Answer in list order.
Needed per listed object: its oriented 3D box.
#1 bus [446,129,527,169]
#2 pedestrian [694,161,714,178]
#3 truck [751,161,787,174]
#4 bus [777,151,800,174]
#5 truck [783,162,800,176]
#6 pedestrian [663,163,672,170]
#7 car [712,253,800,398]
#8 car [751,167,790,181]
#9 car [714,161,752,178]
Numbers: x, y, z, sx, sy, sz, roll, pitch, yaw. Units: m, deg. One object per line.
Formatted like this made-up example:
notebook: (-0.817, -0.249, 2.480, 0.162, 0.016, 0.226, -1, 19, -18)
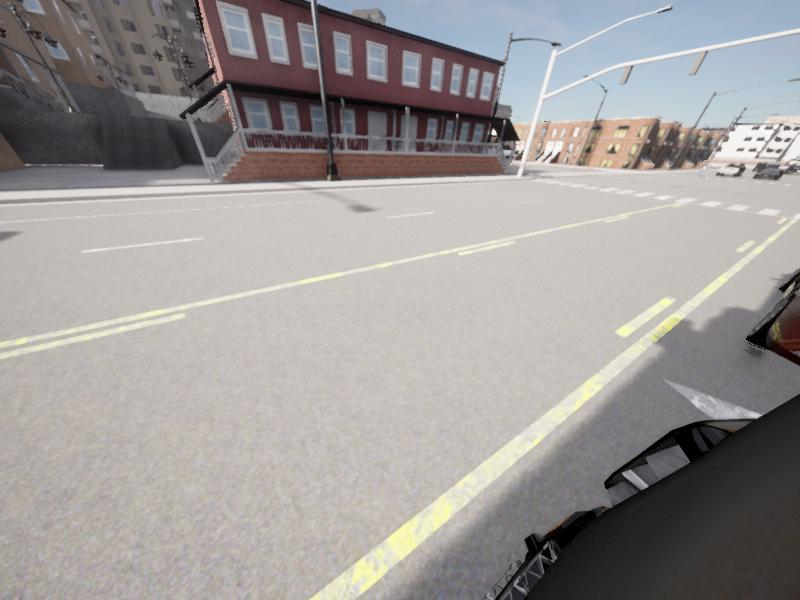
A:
bus: (11.885, -21.943, 33.497, 3.944, 4.253, 10.273, -16, 38, -26)
pedestrian: (39.554, -17.057, 30.094, 0.751, 1.860, 0.751, -20, 40, -30)
truck: (80.202, -29.028, 50.369, 2.390, 2.098, 6.274, 29, 42, 33)
bus: (93.940, -30.727, 51.845, 3.944, 4.253, 10.273, 14, 36, 17)
truck: (79.816, -26.235, 46.180, 6.274, 2.098, 2.390, -21, 40, -31)
pedestrian: (45.533, -22.709, 39.317, 0.500, 1.100, 0.500, -5, 35, -11)
car: (6.701, 0.060, 2.860, 4.792, 1.488, 2.163, -16, 38, -26)
car: (50.419, -17.184, 31.465, 4.181, 1.385, 1.994, -16, 38, -26)
car: (48.850, -19.187, 33.892, 4.605, 1.855, 1.932, -16, 38, -26)
